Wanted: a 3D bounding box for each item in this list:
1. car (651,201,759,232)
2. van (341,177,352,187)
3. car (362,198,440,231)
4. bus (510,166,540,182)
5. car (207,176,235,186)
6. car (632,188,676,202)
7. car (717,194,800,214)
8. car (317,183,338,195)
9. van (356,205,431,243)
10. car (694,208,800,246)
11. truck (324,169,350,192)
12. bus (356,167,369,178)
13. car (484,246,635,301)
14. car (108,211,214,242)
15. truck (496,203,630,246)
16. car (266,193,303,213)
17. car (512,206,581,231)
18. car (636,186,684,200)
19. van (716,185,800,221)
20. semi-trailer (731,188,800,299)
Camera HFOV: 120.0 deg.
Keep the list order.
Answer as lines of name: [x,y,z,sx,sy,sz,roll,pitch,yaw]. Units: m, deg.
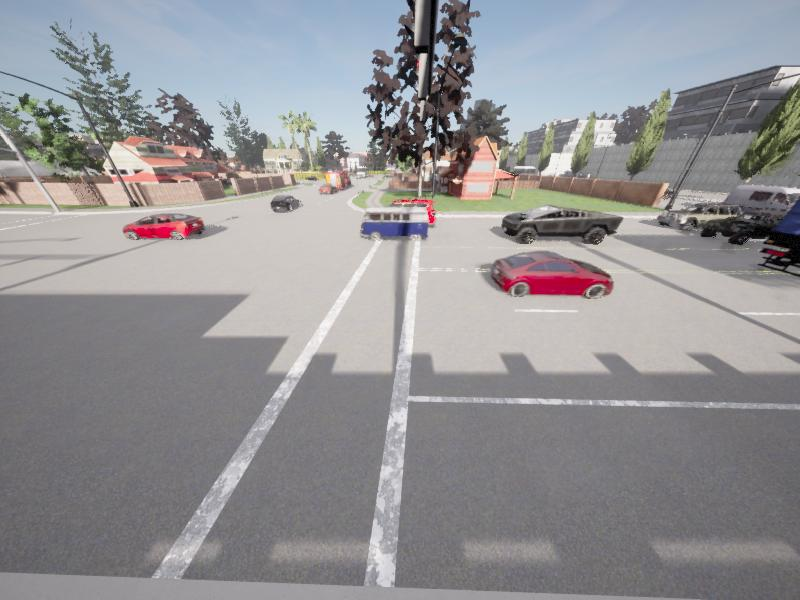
car: [22.733,-6.312,17.462,4.605,1.855,1.932,1,30,2]
van: [-12.924,-28.576,55.915,1.775,1.987,4.442,-1,30,-2]
car: [0.102,-6.692,17.956,5.566,2.045,2.150,1,30,1]
bus: [40.735,-41.388,75.826,3.944,4.253,10.273,0,30,1]
car: [-41.730,-27.833,53.957,4.605,1.855,1.932,0,30,0]
car: [36.366,-15.219,33.289,1.970,1.475,3.806,0,30,1]
car: [39.732,-10.723,25.584,2.033,1.411,5.357,0,30,1]
car: [-12.730,-19.705,40.913,2.152,1.651,5.027,0,30,0]
van: [-0.390,-4.925,14.951,4.442,1.987,1.775,1,30,1]
car: [22.120,-4.632,14.537,3.866,1.878,1.905,1,30,1]
truck: [-12.756,-24.915,47.736,2.891,3.827,8.468,0,30,0]
bus: [-16.290,-55.543,100.349,3.944,4.253,10.273,0,30,0]
car: [5.757,-1.103,8.948,4.181,1.385,1.994,1,30,2]
car: [-15.669,-4.923,15.380,4.514,1.525,2.007,1,30,1]
truck: [9.917,-4.842,14.694,6.274,2.098,2.390,1,30,1]
car: [-12.742,-10.987,25.944,1.837,1.490,4.892,-2,30,-2]
car: [11.146,-6.320,17.875,3.806,1.475,1.970,1,30,1]
car: [39.909,-16.580,35.633,1.837,1.490,4.892,0,30,1]
van: [36.162,-9.628,22.542,1.988,2.561,5.915,1,30,2]
semi-trailer: [21.767,-2.208,7.809,14.254,4.402,2.717,1,30,1]
